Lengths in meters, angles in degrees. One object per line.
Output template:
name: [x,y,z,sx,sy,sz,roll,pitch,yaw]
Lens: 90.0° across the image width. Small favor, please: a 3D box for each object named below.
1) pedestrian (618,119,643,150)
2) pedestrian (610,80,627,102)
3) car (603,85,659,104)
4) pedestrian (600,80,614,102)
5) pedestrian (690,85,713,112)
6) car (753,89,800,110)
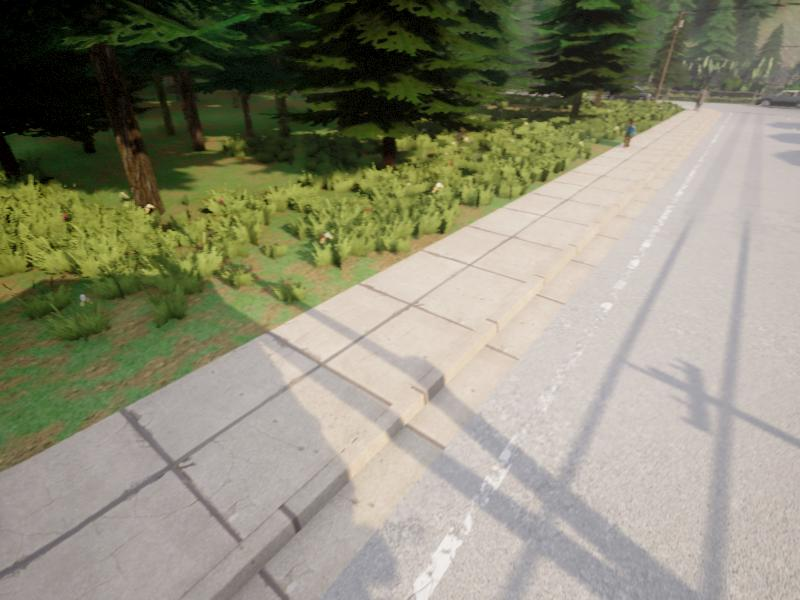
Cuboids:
pedestrian: [9.517,-6.865,16.546,0.500,1.100,0.500,-26,40,-38]
pedestrian: [21.430,-20.433,39.174,0.751,1.860,0.751,-20,36,-31]
car: [23.988,-21.459,41.666,4.514,1.525,2.007,25,38,35]
pedestrian: [20.534,-20.720,39.647,0.751,1.860,0.751,11,32,17]
pedestrian: [23.638,-15.828,31.423,0.751,1.860,0.751,11,32,16]
car: [35.605,-18.639,37.160,3.806,1.475,1.970,24,38,34]
